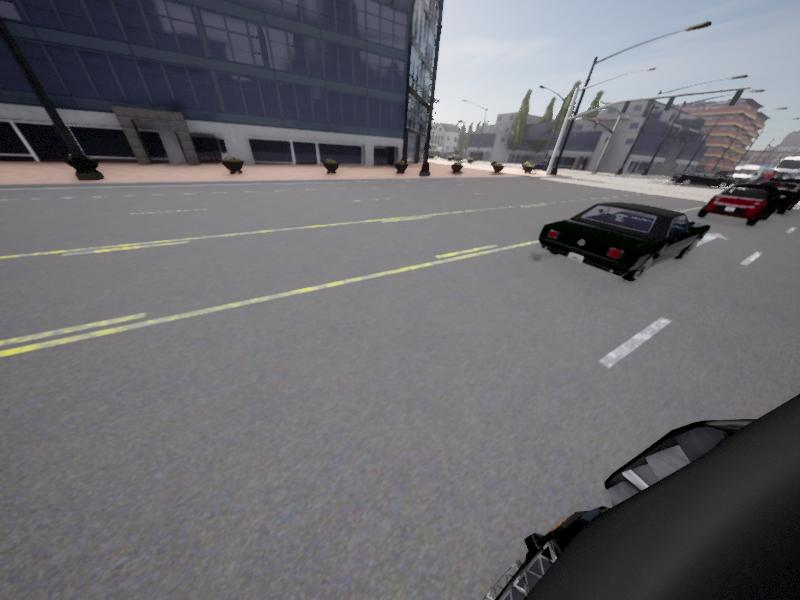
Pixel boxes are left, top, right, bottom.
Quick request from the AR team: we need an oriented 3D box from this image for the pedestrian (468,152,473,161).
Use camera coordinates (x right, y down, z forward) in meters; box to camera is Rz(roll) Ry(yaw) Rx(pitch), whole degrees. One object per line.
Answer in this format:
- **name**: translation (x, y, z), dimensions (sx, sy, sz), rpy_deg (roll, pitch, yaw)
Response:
- **pedestrian**: translation (17.456, -35.341, 56.945), dimensions (0.751, 1.860, 0.751), rpy_deg (5, 33, 2)

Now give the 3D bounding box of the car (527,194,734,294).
- **car**: translation (5.738, -1.682, 5.760), dimensions (4.718, 1.301, 1.895), rpy_deg (-15, 38, -25)

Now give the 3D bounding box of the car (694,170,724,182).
- **car**: translation (50.728, -20.299, 37.907), dimensions (4.193, 1.474, 1.816), rpy_deg (-15, 37, -26)

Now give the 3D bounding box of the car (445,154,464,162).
- **car**: translation (13.450, -35.479, 57.493), dimensions (2.033, 1.411, 5.357), rpy_deg (-9, 35, -18)

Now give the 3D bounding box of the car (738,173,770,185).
- **car**: translation (59.366, -20.330, 38.742), dimensions (4.674, 1.442, 1.812), rpy_deg (-15, 38, -25)

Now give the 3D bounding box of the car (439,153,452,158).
- **car**: translation (17.524, -56.109, 89.447), dimensions (2.033, 1.411, 5.357), rpy_deg (-12, 36, -22)

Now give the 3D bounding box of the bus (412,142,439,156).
- **bus**: translation (10.344, -61.787, 94.790), dimensions (10.273, 4.253, 3.944), rpy_deg (8, 33, 7)

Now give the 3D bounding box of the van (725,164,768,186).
- **van**: translation (53.098, -19.155, 35.413), dimensions (5.915, 2.561, 1.988), rpy_deg (-15, 37, -26)

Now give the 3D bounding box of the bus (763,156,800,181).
- **bus**: translation (86.352, -28.995, 50.944), dimensions (10.273, 4.253, 3.944), rpy_deg (-16, 38, -25)

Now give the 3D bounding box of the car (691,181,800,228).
- **car**: translation (16.078, -4.570, 10.760), dimensions (4.193, 1.474, 1.816), rpy_deg (-15, 38, -25)

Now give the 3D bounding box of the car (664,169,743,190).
- **car**: translation (34.101, -13.705, 26.188), dimensions (5.008, 1.535, 1.882), rpy_deg (15, 35, 17)

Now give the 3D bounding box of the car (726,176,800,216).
- **car**: translation (22.095, -6.249, 13.648), dimensions (5.238, 1.638, 1.930), rpy_deg (-15, 38, -25)

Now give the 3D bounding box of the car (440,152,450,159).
- **car**: translation (13.235, -42.406, 67.944), dimensions (2.007, 1.525, 4.514), rpy_deg (14, 34, 16)

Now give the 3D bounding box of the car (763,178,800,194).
- **car**: translation (44.767, -12.921, 26.203), dimensions (4.181, 1.385, 1.994), rpy_deg (-3, 34, -11)

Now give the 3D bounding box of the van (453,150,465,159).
- **van**: translation (20.635, -50.836, 80.666), dimensions (1.988, 2.561, 5.915), rpy_deg (19, 36, 24)

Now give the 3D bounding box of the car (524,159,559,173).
- **car**: translation (22.272, -21.222, 36.515), dimensions (1.816, 1.474, 4.193), rpy_deg (-14, 37, -25)

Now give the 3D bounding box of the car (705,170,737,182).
- **car**: translation (56.821, -21.977, 40.851), dimensions (5.238, 1.638, 1.930), rpy_deg (-15, 38, -25)

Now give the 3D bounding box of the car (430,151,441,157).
- **car**: translation (13.679, -56.557, 89.319), dimensions (1.905, 1.878, 3.866), rpy_deg (-14, 37, -26)

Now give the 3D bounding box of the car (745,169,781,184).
- **car**: translation (65.169, -22.223, 41.461), dimensions (5.566, 2.045, 2.150), rpy_deg (-15, 38, -25)
